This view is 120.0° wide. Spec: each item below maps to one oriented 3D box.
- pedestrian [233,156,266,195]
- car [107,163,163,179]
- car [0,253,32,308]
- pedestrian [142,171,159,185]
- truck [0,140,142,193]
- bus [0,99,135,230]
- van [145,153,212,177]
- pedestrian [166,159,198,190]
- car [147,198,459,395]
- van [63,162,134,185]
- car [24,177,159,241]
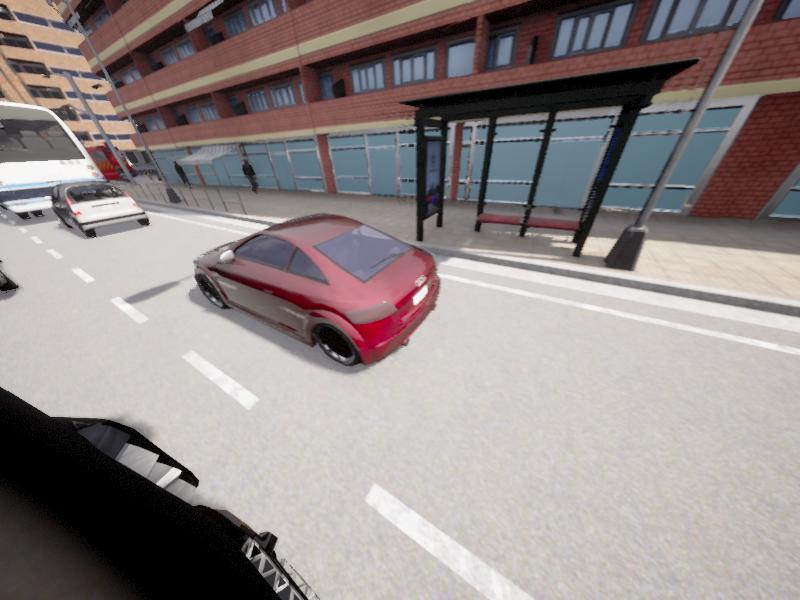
[{"bbox_3d":[-8.450,-6.990,13.030,0.751,1.860,0.751,16,38,26],"label":"pedestrian"},{"bbox_3d":[-38.558,-18.976,33.764,2.033,1.649,4.856,17,38,27],"label":"car"},{"bbox_3d":[-9.914,-0.873,4.482,5.238,1.638,1.930,16,38,26],"label":"car"},{"bbox_3d":[-21.985,-10.751,20.357,0.500,1.100,0.500,23,41,33],"label":"pedestrian"},{"bbox_3d":[-32.173,-13.580,23.214,2.891,3.827,8.468,-6,34,-5],"label":"truck"},{"bbox_3d":[-19.499,-6.861,11.820,10.273,4.253,3.944,16,38,26],"label":"bus"},{"bbox_3d":[-30.952,-19.142,32.622,1.988,2.561,5.915,16,38,26],"label":"van"},{"bbox_3d":[-15.716,-9.070,16.686,0.751,1.860,0.751,16,38,25],"label":"pedestrian"},{"bbox_3d":[-1.490,-0.589,3.678,4.181,1.385,1.994,16,38,26],"label":"car"},{"bbox_3d":[-35.112,-14.908,27.082,1.775,1.987,4.442,16,38,26],"label":"van"},{"bbox_3d":[-11.527,-3.570,8.674,3.988,1.617,1.851,16,38,26],"label":"car"}]
